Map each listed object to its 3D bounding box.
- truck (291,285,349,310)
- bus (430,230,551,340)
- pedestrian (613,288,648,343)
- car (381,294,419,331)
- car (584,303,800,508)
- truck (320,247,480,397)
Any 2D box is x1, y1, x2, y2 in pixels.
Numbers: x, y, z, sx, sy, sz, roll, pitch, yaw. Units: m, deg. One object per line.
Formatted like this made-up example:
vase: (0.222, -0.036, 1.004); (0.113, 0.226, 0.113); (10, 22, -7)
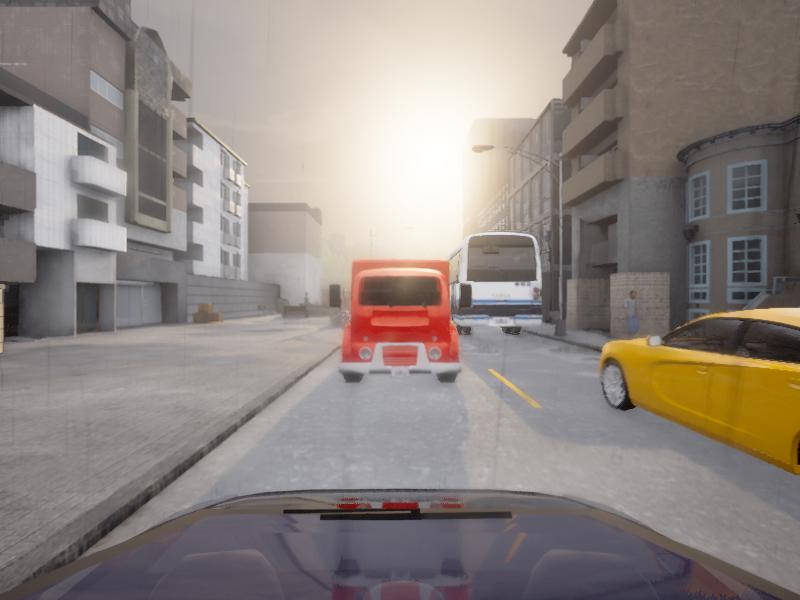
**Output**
truck: (-12.441, -0.357, 62.919); (8.468, 3.827, 2.891); (0, 0, 0)
bus: (3.891, -0.549, 20.652); (3.944, 4.253, 10.273); (0, 0, 0)
pedestrian: (8.017, 0.525, 13.906); (0.751, 1.860, 0.751); (0, 0, -20)
car: (0.015, 0.632, 22.019); (1.905, 1.878, 3.866); (0, 0, 0)
car: (3.999, 0.820, 4.151); (1.882, 1.535, 5.008); (0, 0, 0)
truck: (0.006, 0.345, 9.190); (2.627, 2.467, 5.204); (0, 0, 0)
